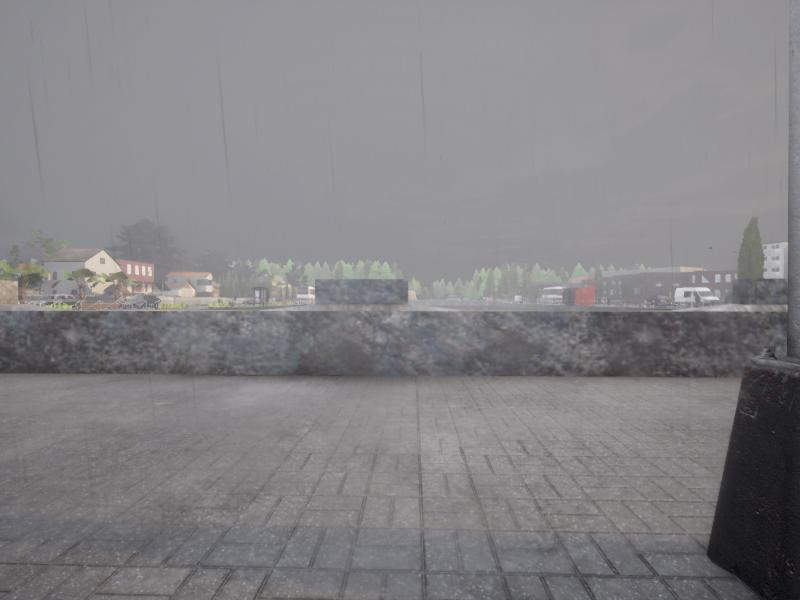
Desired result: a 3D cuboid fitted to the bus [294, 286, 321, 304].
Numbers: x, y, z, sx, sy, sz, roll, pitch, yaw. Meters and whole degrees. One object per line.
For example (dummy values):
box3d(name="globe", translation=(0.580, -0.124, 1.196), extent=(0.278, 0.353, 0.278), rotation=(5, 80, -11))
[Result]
box3d(name="bus", translation=(-23.263, -1.139, 101.371), extent=(3.944, 4.253, 10.273), rotation=(0, 0, 2))

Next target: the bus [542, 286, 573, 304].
box3d(name="bus", translation=(38.616, -1.139, 98.708), extent=(3.944, 4.253, 10.273), rotation=(0, 0, 2))

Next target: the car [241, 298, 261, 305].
box3d(name="car", translation=(-28.026, 0.296, 75.310), extent=(1.994, 1.385, 4.181), rotation=(0, 0, 2))

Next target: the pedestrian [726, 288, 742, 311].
box3d(name="pedestrian", translation=(28.194, -0.053, 33.738), extent=(0.751, 1.860, 0.751), rotation=(0, 0, 2))

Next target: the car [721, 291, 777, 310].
box3d(name="car", translation=(36.603, 0.052, 42.120), extent=(1.932, 1.855, 4.605), rotation=(0, 0, 2))

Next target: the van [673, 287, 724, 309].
box3d(name="van", translation=(36.850, -0.278, 49.652), extent=(1.988, 2.561, 5.915), rotation=(0, 0, 2))

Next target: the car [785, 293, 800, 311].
box3d(name="car", translation=(36.340, 0.201, 34.239), extent=(1.801, 1.575, 5.366), rotation=(0, 0, 2))

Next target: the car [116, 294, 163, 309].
box3d(name="car", translation=(-29.055, 0.178, 44.871), extent=(2.033, 1.649, 4.856), rotation=(0, 0, 2))

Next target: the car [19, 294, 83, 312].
box3d(name="car", translation=(-29.422, 0.253, 33.891), extent=(1.970, 1.475, 3.806), rotation=(0, 0, 2))

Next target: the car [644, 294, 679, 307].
box3d(name="car", translation=(37.100, 0.094, 56.978), extent=(2.097, 1.767, 4.553), rotation=(0, 0, 2))

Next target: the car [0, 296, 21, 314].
box3d(name="car", translation=(-29.630, 0.344, 27.856), extent=(1.895, 1.301, 4.718), rotation=(0, 0, 2))
